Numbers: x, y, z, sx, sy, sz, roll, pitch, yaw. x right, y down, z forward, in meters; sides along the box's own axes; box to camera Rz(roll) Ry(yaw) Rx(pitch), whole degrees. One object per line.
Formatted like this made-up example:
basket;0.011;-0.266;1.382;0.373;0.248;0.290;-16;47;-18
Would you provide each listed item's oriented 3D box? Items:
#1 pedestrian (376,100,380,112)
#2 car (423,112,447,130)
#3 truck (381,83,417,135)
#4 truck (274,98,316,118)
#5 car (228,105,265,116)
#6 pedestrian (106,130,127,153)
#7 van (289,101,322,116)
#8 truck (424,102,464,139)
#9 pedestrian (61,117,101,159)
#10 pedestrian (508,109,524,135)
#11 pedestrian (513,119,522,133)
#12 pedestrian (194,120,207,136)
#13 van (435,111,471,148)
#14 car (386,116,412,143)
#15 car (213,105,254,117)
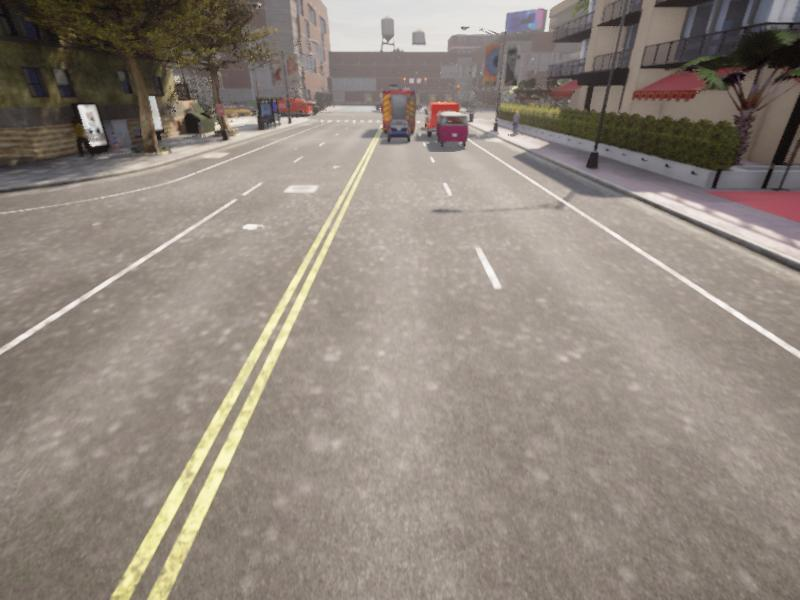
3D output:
pedestrian;-4.131;-36.268;74.791;0.751;1.860;0.751;1;27;2
car;3.396;-17.644;39.366;1.970;1.475;3.806;0;27;0
truck;-0.091;-17.589;36.680;2.891;3.827;8.468;0;27;0
truck;-15.662;-28.760;59.848;5.204;2.467;2.627;9;28;17
car;-24.397;-30.265;63.871;4.902;1.511;2.128;0;27;0
pedestrian;-15.441;-8.645;21.803;0.500;1.100;0.500;0;27;-1
van;-14.974;-30.485;63.688;4.480;2.038;2.069;0;27;0
truck;3.414;-14.732;32.607;2.627;2.467;5.204;0;27;0
pedestrian;-15.577;-7.912;19.544;0.751;1.860;0.751;10;29;18
pedestrian;9.201;-14.145;31.772;0.751;1.860;0.751;-2;27;-3
pedestrian;9.722;-14.398;33.098;0.500;1.100;0.500;0;27;1
pedestrian;-15.138;-13.064;30.408;0.500;1.100;0.500;0;27;0
van;3.428;-11.543;26.926;1.775;1.987;4.442;0;27;0
car;-0.078;-12.506;29.267;1.789;1.549;3.705;0;27;0
car;-25.203;-28.714;60.740;5.366;1.575;1.801;0;27;0
